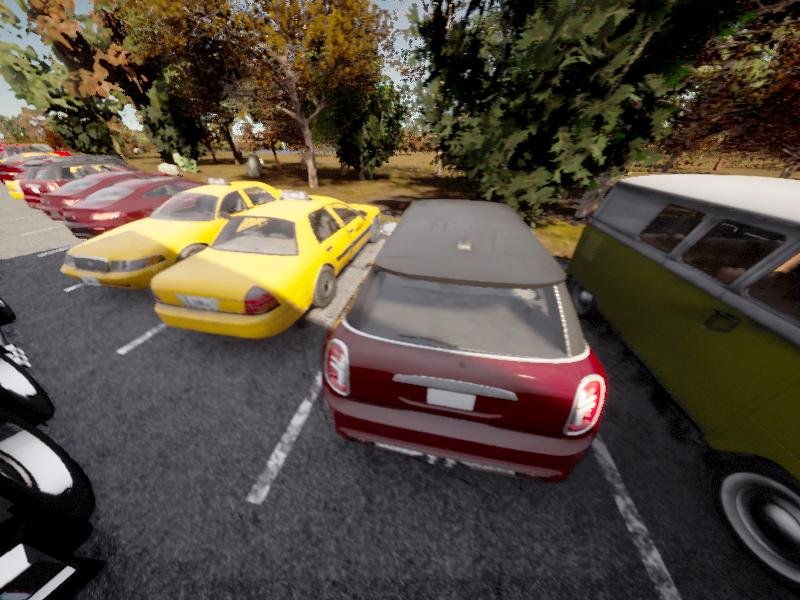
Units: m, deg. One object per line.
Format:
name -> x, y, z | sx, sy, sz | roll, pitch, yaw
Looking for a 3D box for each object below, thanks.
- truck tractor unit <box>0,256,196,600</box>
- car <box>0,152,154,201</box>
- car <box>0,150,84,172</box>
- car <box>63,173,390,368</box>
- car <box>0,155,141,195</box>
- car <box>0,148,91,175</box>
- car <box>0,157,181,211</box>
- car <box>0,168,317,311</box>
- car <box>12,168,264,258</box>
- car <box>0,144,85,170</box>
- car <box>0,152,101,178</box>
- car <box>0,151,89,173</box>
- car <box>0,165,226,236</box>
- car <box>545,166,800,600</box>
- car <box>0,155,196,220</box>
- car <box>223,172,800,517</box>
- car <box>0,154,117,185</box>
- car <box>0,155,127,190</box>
truck tractor unit -> -5.098, -0.313, 0.800 | 6.516, 4.208, 3.053 | 19, 39, 25
car -> -16.893, -6.721, 12.250 | 2.185, 1.767, 4.553 | 8, 35, 11
car -> -36.557, -14.042, 23.146 | 1.946, 1.575, 5.366 | 9, 35, 12
car -> -1.786, -1.402, 4.698 | 1.946, 1.575, 5.366 | 6, 35, 9
car -> -19.390, -7.512, 13.626 | 2.097, 1.535, 5.008 | 8, 35, 11
car -> -31.663, -12.298, 20.387 | 2.185, 1.767, 4.553 | 8, 35, 12
car -> -14.376, -5.800, 11.123 | 1.946, 1.575, 5.366 | 7, 35, 11
car -> -4.389, -2.060, 5.657 | 1.946, 1.575, 5.366 | 7, 35, 9
car -> -6.888, -2.996, 7.104 | 2.002, 1.452, 4.674 | 7, 35, 10
car -> -38.932, -15.337, 24.596 | 2.435, 2.045, 5.566 | 9, 35, 13
car -> -29.222, -11.251, 19.083 | 2.097, 1.535, 5.008 | 8, 35, 12
car -> -34.090, -13.169, 21.882 | 2.231, 1.521, 4.892 | 9, 35, 13
car -> -9.407, -3.875, 8.387 | 2.002, 1.452, 4.674 | 7, 35, 10
car -> 3.261, 0.280, 1.841 | 1.878, 1.987, 4.442 | 6, 35, 8
car -> -11.923, -4.885, 9.569 | 2.185, 1.767, 4.553 | 7, 35, 10
car -> 0.717, -0.528, 3.202 | 2.185, 1.767, 4.553 | 6, 35, 9
car -> -24.315, -9.363, 16.380 | 2.163, 1.488, 4.792 | 8, 35, 12
car -> -21.859, -8.394, 14.967 | 2.163, 1.488, 4.792 | 8, 35, 11
